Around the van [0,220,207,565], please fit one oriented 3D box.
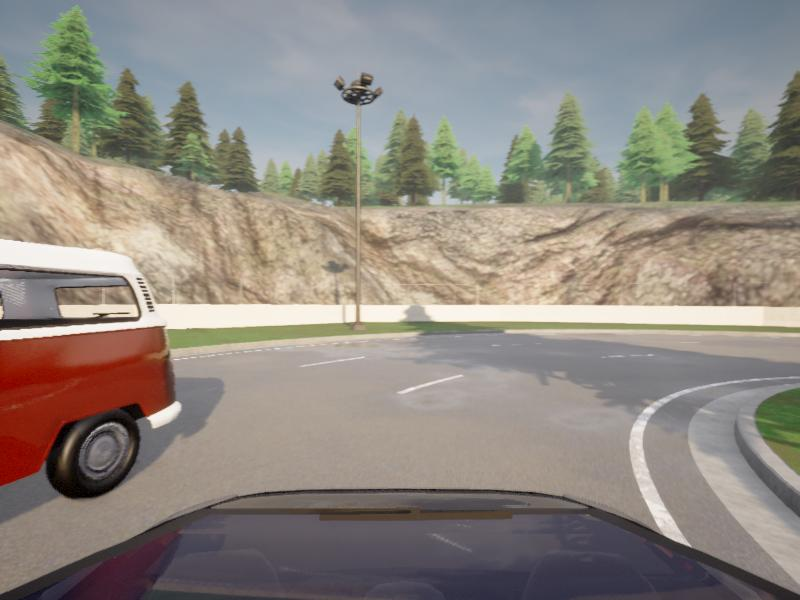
[{"bbox_3d":[-3.467,0.562,2.153,2.069,2.038,4.480,-1,0,11],"label":"van"}]
